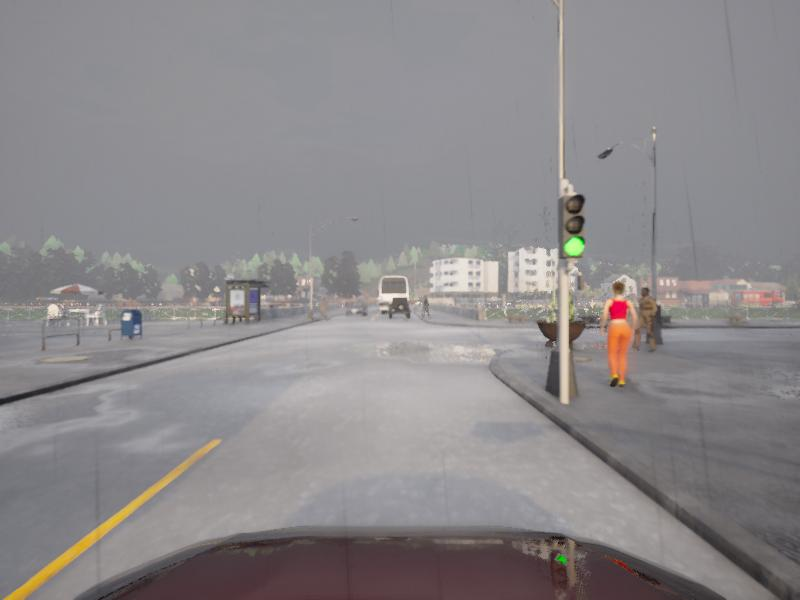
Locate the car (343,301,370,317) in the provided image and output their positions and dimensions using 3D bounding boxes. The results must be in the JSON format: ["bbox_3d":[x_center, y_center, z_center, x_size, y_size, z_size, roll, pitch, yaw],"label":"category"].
[{"bbox_3d":[-4.204,0.868,39.624,2.128,1.511,4.902,0,0,0],"label":"car"}]

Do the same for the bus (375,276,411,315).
[{"bbox_3d":[-0.698,-0.496,48.578,3.944,4.253,10.273,0,0,1],"label":"bus"}]

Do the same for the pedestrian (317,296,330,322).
[{"bbox_3d":[-5.512,0.661,28.860,0.751,1.860,0.751,0,0,11],"label":"pedestrian"}]

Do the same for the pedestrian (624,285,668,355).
[{"bbox_3d":[6.828,0.543,11.123,0.751,1.860,0.751,0,0,-20],"label":"pedestrian"}]

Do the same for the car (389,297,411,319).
[{"bbox_3d":[-0.063,0.676,36.256,1.905,1.878,3.866,0,0,-2],"label":"car"}]

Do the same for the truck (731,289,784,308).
[{"bbox_3d":[74.075,-0.255,82.962,8.468,3.827,2.891,0,0,0],"label":"truck"}]

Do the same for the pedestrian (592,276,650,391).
[{"bbox_3d":[3.782,0.540,6.916,0.751,1.860,0.751,0,0,18],"label":"pedestrian"}]

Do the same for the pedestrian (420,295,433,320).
[{"bbox_3d":[1.935,0.549,29.463,0.751,1.860,0.751,0,0,-16],"label":"pedestrian"}]
